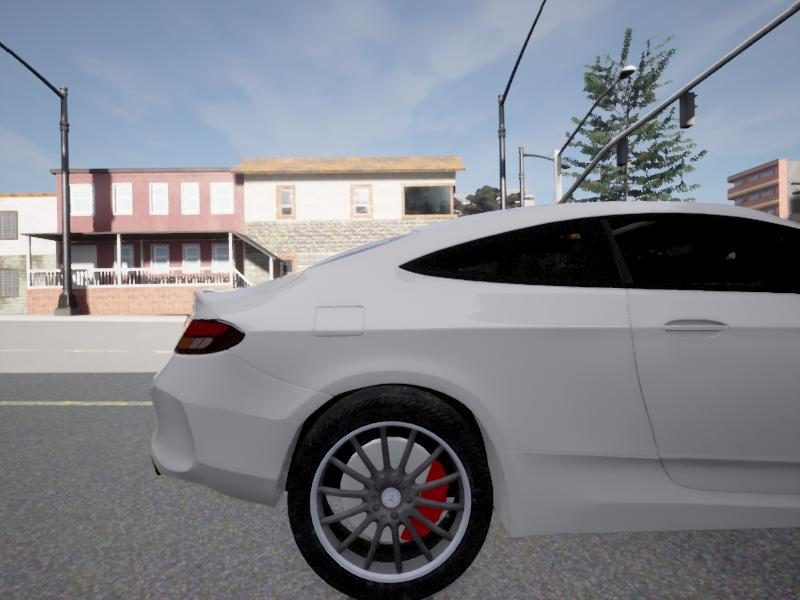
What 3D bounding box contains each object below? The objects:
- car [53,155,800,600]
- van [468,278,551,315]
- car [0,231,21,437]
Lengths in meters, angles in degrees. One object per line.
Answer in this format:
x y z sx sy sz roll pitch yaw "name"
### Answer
1.235 0.270 2.205 4.674 1.442 1.812 0 0 -1 "car"
8.328 -0.220 30.959 5.915 2.561 1.988 -1 0 44 "van"
-4.942 0.230 2.066 4.193 1.474 1.816 0 0 -1 "car"
